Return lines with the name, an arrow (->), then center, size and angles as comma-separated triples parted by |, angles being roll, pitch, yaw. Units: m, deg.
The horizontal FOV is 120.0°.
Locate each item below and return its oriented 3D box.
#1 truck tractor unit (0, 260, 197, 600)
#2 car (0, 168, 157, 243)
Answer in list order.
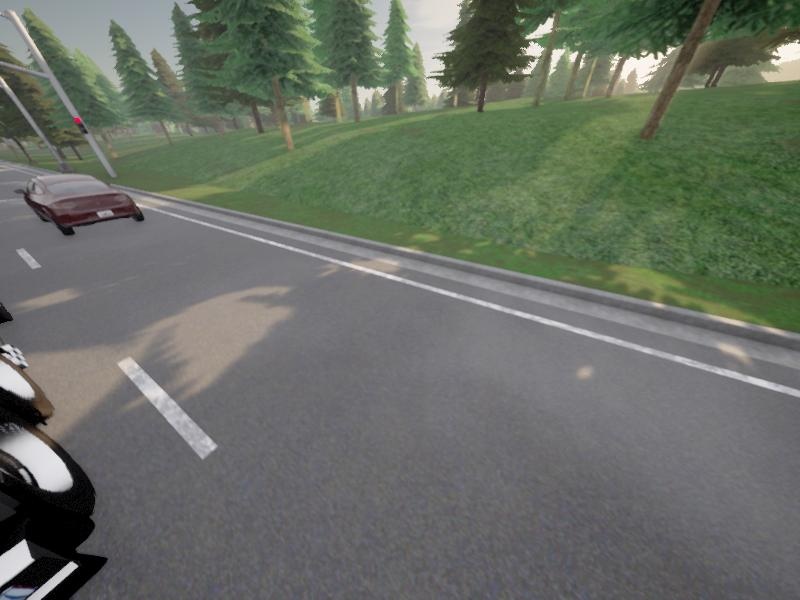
truck tractor unit -> -5.105, -0.307, 0.784 | 6.516, 4.208, 3.053 | 19, 39, 24
car -> -10.483, -3.277, 7.527 | 4.674, 1.442, 1.812 | 18, 39, 25
